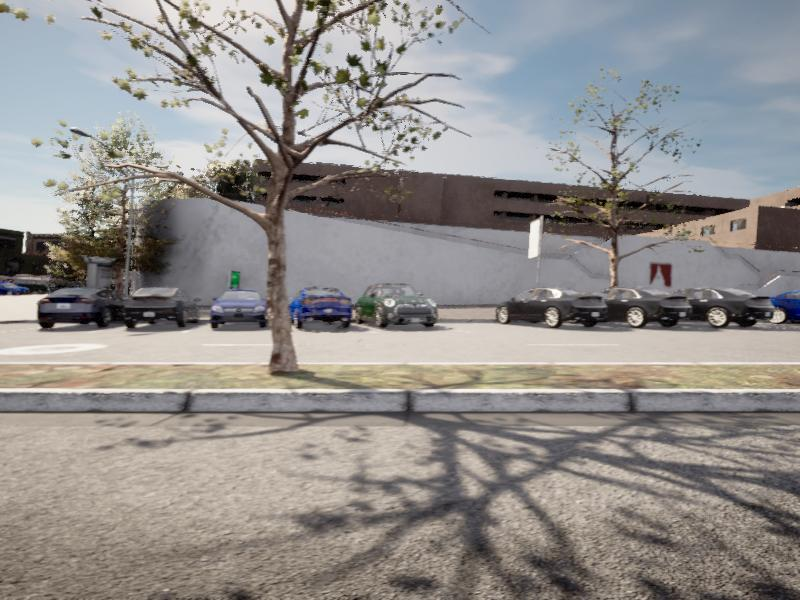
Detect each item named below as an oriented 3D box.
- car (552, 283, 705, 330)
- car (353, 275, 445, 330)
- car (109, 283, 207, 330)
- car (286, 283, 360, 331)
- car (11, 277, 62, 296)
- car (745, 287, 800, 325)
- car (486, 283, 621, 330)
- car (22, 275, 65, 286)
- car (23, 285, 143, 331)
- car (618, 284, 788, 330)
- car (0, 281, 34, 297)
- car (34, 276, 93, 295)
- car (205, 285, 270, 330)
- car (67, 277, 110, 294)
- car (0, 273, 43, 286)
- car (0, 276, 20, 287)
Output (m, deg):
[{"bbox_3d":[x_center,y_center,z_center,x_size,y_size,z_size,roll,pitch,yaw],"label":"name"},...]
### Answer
[{"bbox_3d":[8.626,0.247,15.711,2.231,1.521,4.892,0,-1,-22],"label":"car"},{"bbox_3d":[-0.241,0.122,15.570,2.185,1.767,4.553,0,-1,-20],"label":"car"},{"bbox_3d":[-9.093,0.260,15.598,2.231,1.521,4.892,0,-1,-18],"label":"car"},{"bbox_3d":[-3.185,0.249,15.527,2.097,1.535,5.008,0,-1,-19],"label":"car"},{"bbox_3d":[-44.049,-1.663,48.535,4.442,1.987,1.878,3,4,1],"label":"car"},{"bbox_3d":[17.489,0.261,16.137,2.097,1.535,5.008,1,-1,-23],"label":"car"},{"bbox_3d":[5.672,0.246,15.623,2.231,1.521,4.892,0,-1,-21],"label":"car"},{"bbox_3d":[-56.827,-3.158,63.802,5.008,1.535,2.097,2,4,0],"label":"car"},{"bbox_3d":[-12.057,0.296,15.712,2.163,1.488,4.792,0,-1,-18],"label":"car"},{"bbox_3d":[11.584,0.250,15.825,2.231,1.521,4.892,0,-1,-22],"label":"car"},{"bbox_3d":[-45.286,-1.275,45.773,5.008,1.535,2.097,3,4,1],"label":"car"},{"bbox_3d":[-43.089,-1.866,51.312,5.566,2.045,2.435,3,5,2],"label":"car"},{"bbox_3d":[-6.134,0.294,15.558,2.002,1.452,4.674,0,-1,-19],"label":"car"},{"bbox_3d":[-42.074,-2.015,54.100,4.442,1.987,1.878,3,5,1],"label":"car"},{"bbox_3d":[-57.781,-3.109,61.015,4.553,1.767,2.185,2,4,0],"label":"car"},{"bbox_3d":[-58.840,-2.783,58.255,4.792,1.488,2.163,2,4,0],"label":"car"}]
